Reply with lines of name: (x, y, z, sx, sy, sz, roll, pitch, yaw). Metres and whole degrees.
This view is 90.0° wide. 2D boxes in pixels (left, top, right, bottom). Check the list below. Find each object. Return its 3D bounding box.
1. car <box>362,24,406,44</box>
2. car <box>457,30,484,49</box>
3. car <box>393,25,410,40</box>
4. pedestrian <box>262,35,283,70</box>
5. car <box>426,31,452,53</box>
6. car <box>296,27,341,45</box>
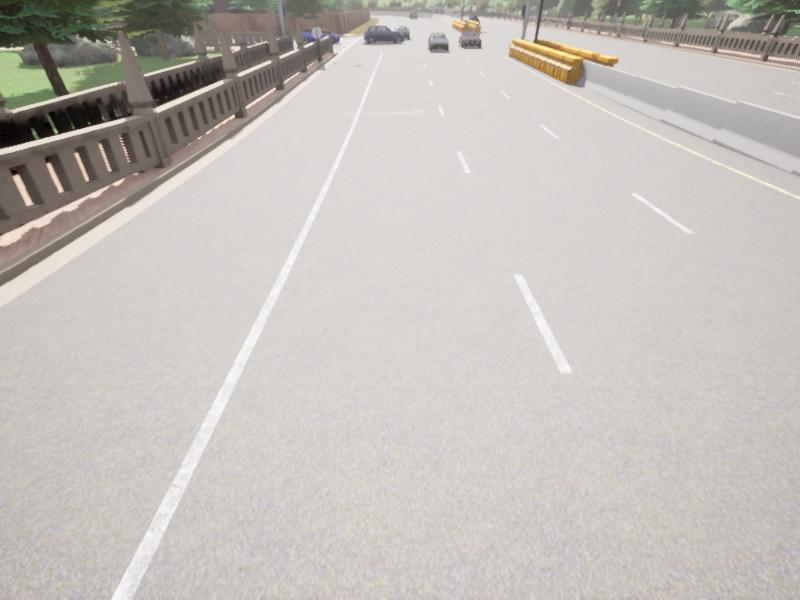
car: (-1.820, -29.807, 44.799, 4.553, 1.767, 2.097, -6, 37, -8)
car: (7.161, -26.687, 40.959, 1.994, 1.385, 4.181, 0, 37, 0)
car: (0.229, -33.745, 50.455, 1.994, 1.385, 4.181, 0, 37, 0)
pedestrian: (-8.226, -15.974, 25.838, 0.751, 1.860, 0.751, 1, 37, 2)
car: (3.642, -24.819, 38.424, 2.033, 1.411, 5.357, 0, 37, 0)
car: (-8.900, -29.167, 44.162, 4.514, 1.525, 2.007, -1, 37, -1)
